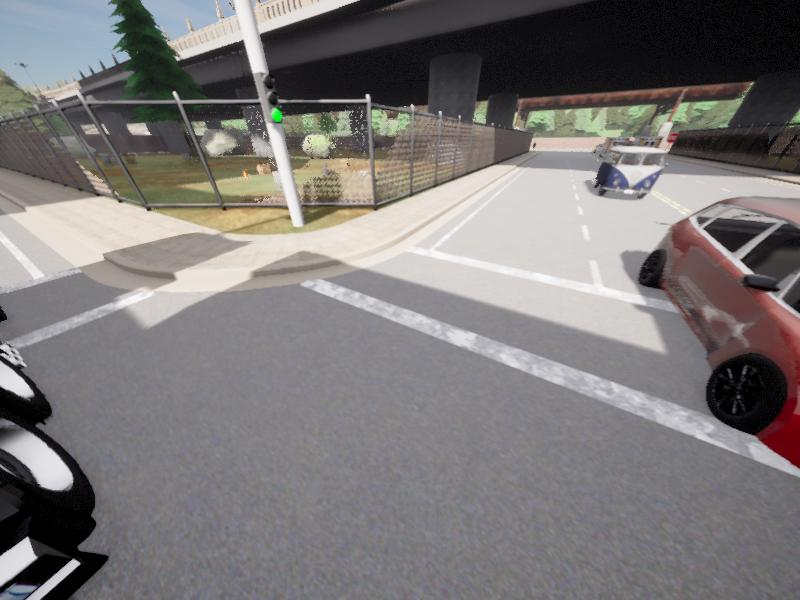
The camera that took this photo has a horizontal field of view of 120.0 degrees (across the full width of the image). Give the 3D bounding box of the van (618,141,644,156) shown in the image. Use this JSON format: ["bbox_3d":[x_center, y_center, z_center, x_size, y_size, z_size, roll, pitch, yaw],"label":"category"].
[{"bbox_3d":[37.775,-24.969,37.937,1.775,1.987,4.442,18,39,24],"label":"van"}]

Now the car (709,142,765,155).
[{"bbox_3d":[56.226,-25.478,38.702,4.553,1.767,2.097,18,39,25],"label":"car"}]

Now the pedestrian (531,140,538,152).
[{"bbox_3d":[26.214,-29.990,45.048,0.751,1.860,0.751,18,39,24],"label":"pedestrian"}]

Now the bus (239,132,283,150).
[{"bbox_3d":[-42.791,-49.243,71.470,3.944,4.253,10.273,29,44,35],"label":"bus"}]

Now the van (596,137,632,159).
[{"bbox_3d":[30.613,-22.015,33.358,2.351,2.431,6.366,18,39,24],"label":"van"}]

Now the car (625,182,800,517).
[{"bbox_3d":[4.817,0.009,2.528,2.242,1.667,4.611,18,38,24],"label":"car"}]

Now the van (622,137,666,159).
[{"bbox_3d":[34.177,-21.557,32.671,2.351,2.431,6.366,18,39,24],"label":"van"}]

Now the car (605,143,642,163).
[{"bbox_3d":[26.274,-17.459,27.320,1.932,1.855,4.605,18,39,24],"label":"car"}]

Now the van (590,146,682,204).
[{"bbox_3d":[10.975,-6.251,11.224,1.775,1.987,4.442,18,39,24],"label":"van"}]

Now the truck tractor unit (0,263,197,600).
[{"bbox_3d":[-5.105,-0.309,0.770,6.516,4.208,3.053,19,39,24],"label":"truck tractor unit"}]
